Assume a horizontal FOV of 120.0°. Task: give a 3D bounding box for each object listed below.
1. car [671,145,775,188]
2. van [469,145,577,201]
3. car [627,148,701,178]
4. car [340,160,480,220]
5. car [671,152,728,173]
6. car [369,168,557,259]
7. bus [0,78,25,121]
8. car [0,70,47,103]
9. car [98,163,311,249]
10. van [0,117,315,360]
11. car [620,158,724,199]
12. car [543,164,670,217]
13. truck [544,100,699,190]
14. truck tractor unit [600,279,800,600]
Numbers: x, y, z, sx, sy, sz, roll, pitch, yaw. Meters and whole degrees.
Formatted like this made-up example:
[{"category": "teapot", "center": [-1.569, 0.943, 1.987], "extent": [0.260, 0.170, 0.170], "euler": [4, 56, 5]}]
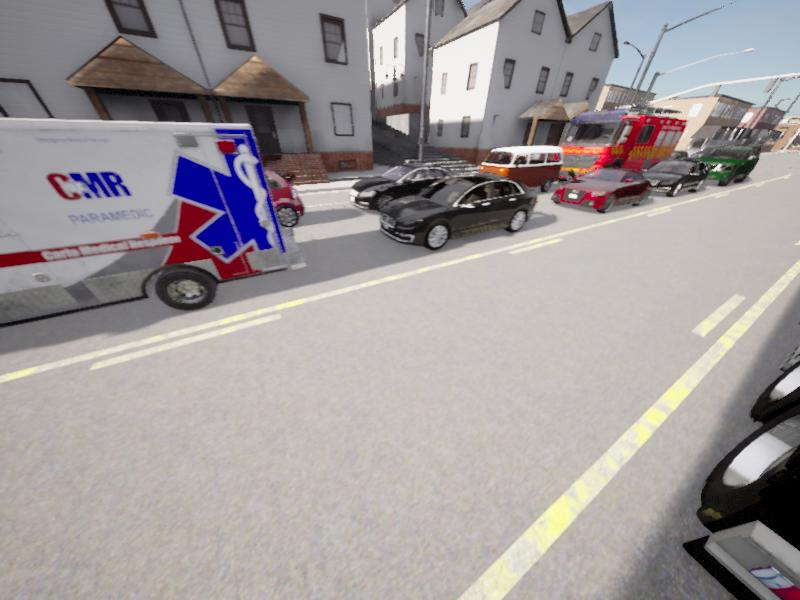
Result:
[{"category": "car", "center": [20.763, -8.698, 14.883], "extent": [5.566, 2.045, 2.150], "euler": [-17, 38, -23]}, {"category": "van", "center": [6.089, -6.498, 11.593], "extent": [4.480, 2.038, 2.069], "euler": [-17, 38, -23]}, {"category": "car", "center": [20.748, -10.865, 18.211], "extent": [4.553, 1.767, 2.097], "euler": [-17, 38, -23]}, {"category": "car", "center": [0.431, -4.555, 9.214], "extent": [4.902, 1.511, 2.128], "euler": [-17, 38, -23]}, {"category": "car", "center": [28.155, -12.998, 21.699], "extent": [5.357, 1.411, 2.033], "euler": [-20, 40, -27]}, {"category": "car", "center": [1.805, -2.695, 6.575], "extent": [4.892, 1.490, 1.837], "euler": [-17, 38, -23]}, {"category": "bus", "center": [-32.253, -14.318, 15.240], "extent": [3.944, 4.253, 10.273], "euler": [-17, 52, -24]}, {"category": "car", "center": [-37.260, -20.673, 22.306], "extent": [1.801, 1.575, 5.366], "euler": [-17, 51, -24]}, {"category": "car", "center": [-5.024, -2.939, 6.761], "extent": [3.988, 1.617, 1.851], "euler": [-17, 38, -23]}, {"category": "van", "center": [-4.973, -1.016, 3.286], "extent": [6.366, 2.431, 2.351], "euler": [-17, 38, -23]}, {"category": "car", "center": [14.281, -6.496, 12.146], "extent": [4.892, 1.490, 1.837], "euler": [-17, 38, -23]}, {"category": "car", "center": [8.479, -4.664, 9.572], "extent": [4.181, 1.385, 1.994], "euler": [-16, 38, -22]}, {"category": "truck", "center": [13.764, -9.571, 14.514], "extent": [8.468, 3.827, 2.891], "euler": [-17, 38, -23]}, {"category": "truck tractor unit", "center": [5.133, -0.278, 0.751], "extent": [6.516, 4.208, 3.053], "euler": [-17, 38, -23]}]
